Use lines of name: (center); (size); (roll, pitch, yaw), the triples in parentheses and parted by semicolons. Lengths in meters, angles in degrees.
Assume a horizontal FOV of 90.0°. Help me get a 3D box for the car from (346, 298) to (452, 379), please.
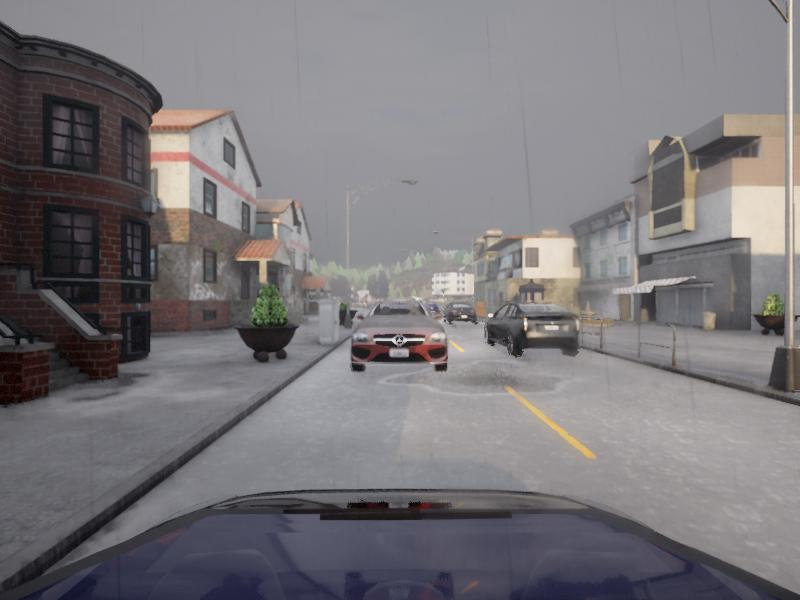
car: (-0.019, 0.779, 10.611); (2.152, 1.651, 5.027); (0, 0, 0)

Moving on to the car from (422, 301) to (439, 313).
car: (3.927, 0.863, 52.123); (1.812, 1.442, 4.674); (0, 0, 0)

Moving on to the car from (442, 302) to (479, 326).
car: (3.960, 0.866, 26.982); (1.812, 1.442, 4.674); (0, 0, 0)

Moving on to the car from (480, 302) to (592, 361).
car: (3.976, 0.827, 12.613); (2.007, 1.525, 4.514); (0, 0, 0)

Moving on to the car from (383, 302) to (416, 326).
car: (-0.042, 0.891, 26.947); (2.033, 1.411, 5.357); (0, 0, 0)
